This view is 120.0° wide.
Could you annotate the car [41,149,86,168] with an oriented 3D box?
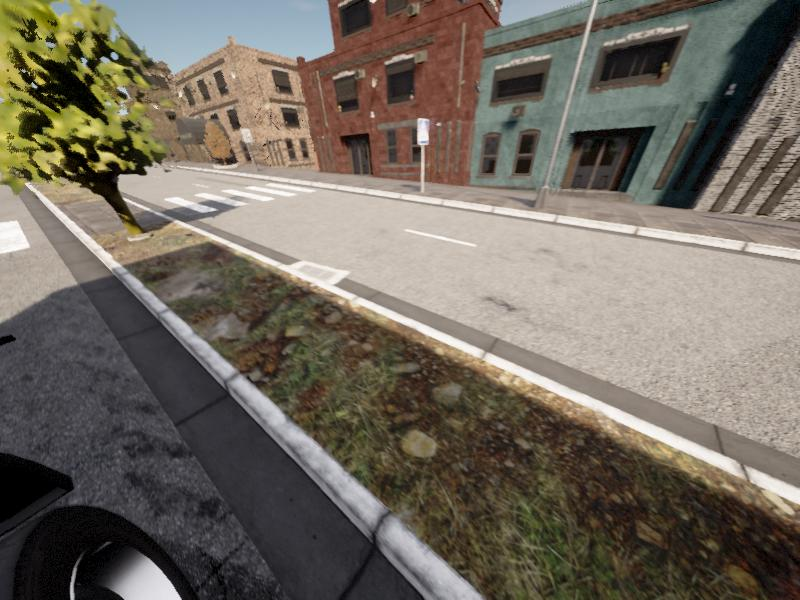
[{"bbox_3d":[-36.886,-15.551,25.305,5.008,1.535,1.882,20,40,28],"label":"car"}]
